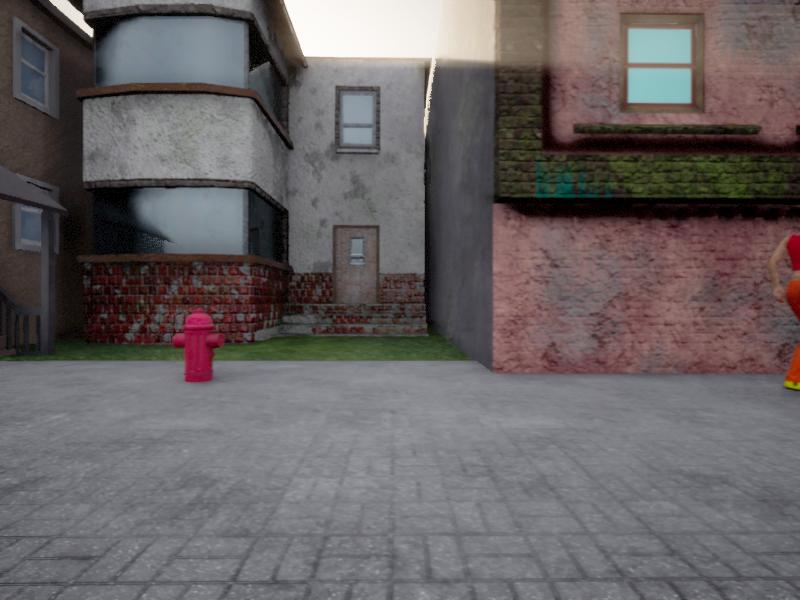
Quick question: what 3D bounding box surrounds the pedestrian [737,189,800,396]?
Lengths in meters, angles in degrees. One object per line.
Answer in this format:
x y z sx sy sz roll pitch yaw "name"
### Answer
3.940 -0.064 3.849 0.751 1.860 0.751 0 0 -7 "pedestrian"
